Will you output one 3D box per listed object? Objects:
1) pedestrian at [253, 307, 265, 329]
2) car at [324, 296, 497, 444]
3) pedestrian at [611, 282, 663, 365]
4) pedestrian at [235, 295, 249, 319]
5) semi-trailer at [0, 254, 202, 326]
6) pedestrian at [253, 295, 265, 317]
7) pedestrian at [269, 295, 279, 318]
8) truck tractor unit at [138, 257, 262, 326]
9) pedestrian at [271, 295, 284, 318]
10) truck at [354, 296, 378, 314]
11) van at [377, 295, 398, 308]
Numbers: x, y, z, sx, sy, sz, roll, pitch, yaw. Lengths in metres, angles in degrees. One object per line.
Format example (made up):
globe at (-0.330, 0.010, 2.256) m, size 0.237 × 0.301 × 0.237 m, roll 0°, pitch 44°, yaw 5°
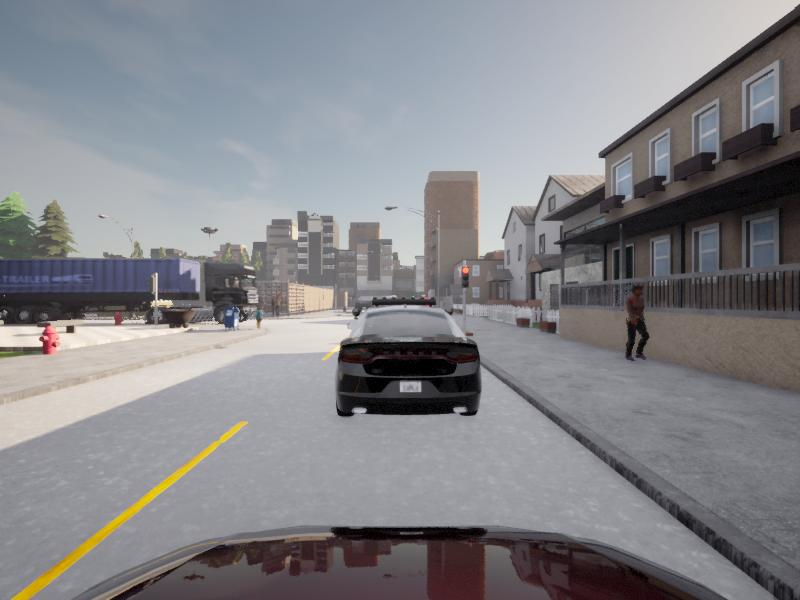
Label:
pedestrian at (-7.095, 0.904, 20.096) m, size 0.500 × 1.100 × 0.500 m, roll 0°, pitch 0°, yaw -26°
car at (0.062, 0.771, 7.066) m, size 1.930 × 1.638 × 5.238 m, roll 0°, pitch 0°, yaw -1°
pedestrian at (5.602, 0.533, 9.476) m, size 0.751 × 1.860 × 0.751 m, roll 0°, pitch 0°, yaw -8°
pedestrian at (-12.677, 0.546, 32.133) m, size 0.751 × 1.860 × 0.751 m, roll 0°, pitch 0°, yaw 29°
semi-trailer at (-20.676, -0.617, 25.975) m, size 14.254 × 4.402 × 2.717 m, roll 0°, pitch 0°, yaw -1°
pedestrian at (-12.454, 0.534, 35.357) m, size 0.751 × 1.860 × 0.751 m, roll 0°, pitch 0°, yaw -4°
pedestrian at (-10.584, 0.534, 33.534) m, size 0.751 × 1.860 × 0.751 m, roll 0°, pitch 0°, yaw -12°
truck tractor unit at (-12.766, -0.523, 26.054) m, size 6.516 × 4.208 × 3.053 m, roll 0°, pitch 0°, yaw 0°
pedestrian at (-10.138, 0.534, 33.130) m, size 0.751 × 1.860 × 0.751 m, roll 0°, pitch 0°, yaw 20°
truck at (-4.111, 0.542, 49.206) m, size 2.390 × 2.098 × 6.274 m, roll 0°, pitch 0°, yaw 0°
van at (-2.728, 0.323, 84.372) m, size 1.988 × 2.561 × 5.915 m, roll 2°, pitch -1°, yaw -26°
